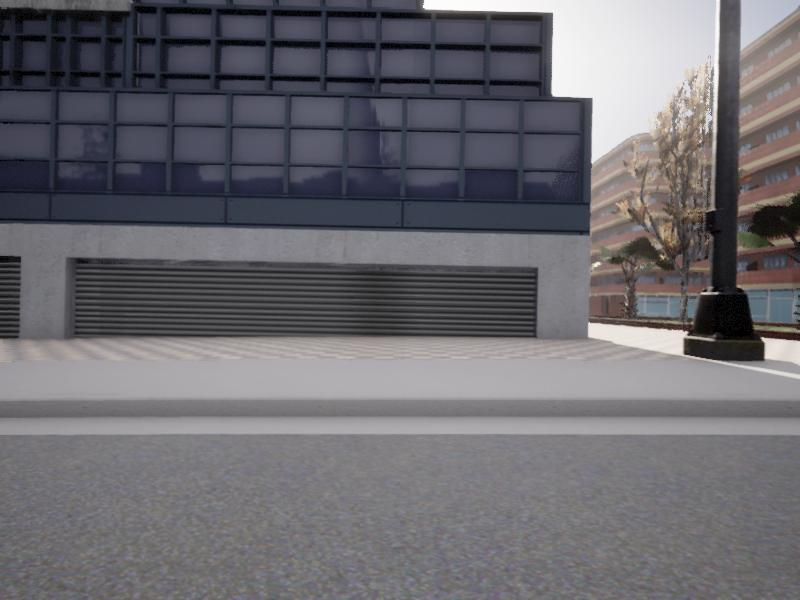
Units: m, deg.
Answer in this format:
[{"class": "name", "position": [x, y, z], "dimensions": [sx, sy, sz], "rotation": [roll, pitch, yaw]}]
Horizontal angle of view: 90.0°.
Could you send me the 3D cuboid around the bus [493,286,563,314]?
[{"class": "bus", "position": [21.214, 0.010, 66.634], "dimensions": [10.273, 4.253, 3.944], "rotation": [1, 0, 0]}]
